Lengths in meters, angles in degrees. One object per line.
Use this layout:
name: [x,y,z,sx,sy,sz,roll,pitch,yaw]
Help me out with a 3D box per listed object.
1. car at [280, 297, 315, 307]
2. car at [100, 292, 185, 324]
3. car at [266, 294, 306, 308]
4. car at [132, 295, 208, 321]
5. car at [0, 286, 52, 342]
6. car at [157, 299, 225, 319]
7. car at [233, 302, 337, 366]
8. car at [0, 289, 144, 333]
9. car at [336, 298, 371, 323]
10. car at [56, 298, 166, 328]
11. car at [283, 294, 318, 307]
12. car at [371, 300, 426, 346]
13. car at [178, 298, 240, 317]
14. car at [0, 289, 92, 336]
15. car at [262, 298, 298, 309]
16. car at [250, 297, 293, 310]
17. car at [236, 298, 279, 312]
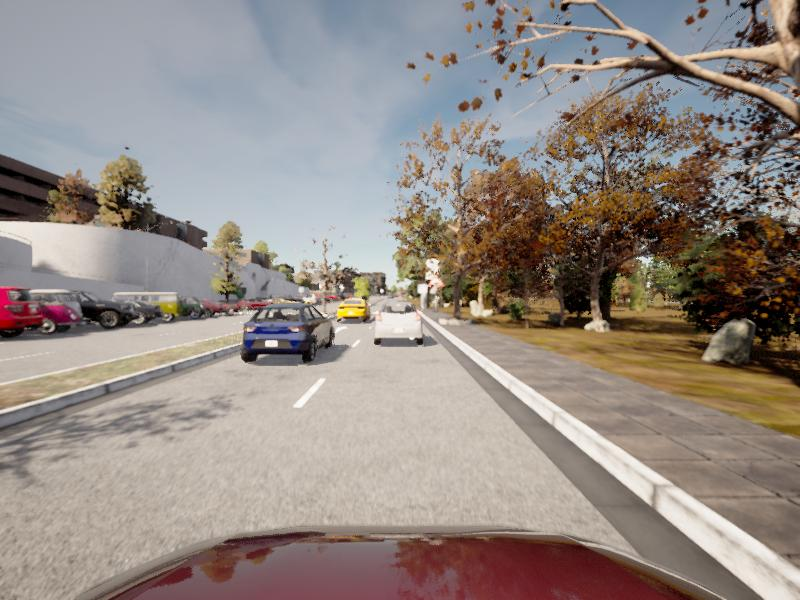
car: [-16.911,0.306,65.863,5.366,1.575,1.946,-1,1,-20]
car: [-17.069,0.460,26.760,4.442,1.987,1.878,-1,1,-20]
car: [-17.041,0.147,59.806,5.566,2.045,2.435,-1,0,-20]
car: [-16.940,0.533,29.796,4.553,1.767,2.185,-1,1,-20]
car: [-16.949,0.529,14.856,5.566,2.045,2.435,-1,1,-20]
car: [-16.973,0.675,32.769,4.674,1.452,2.002,-1,1,-20]
car: [-3.044,0.817,11.524,1.816,1.474,4.193,0,0,0]
car: [-16.917,0.481,20.852,5.566,2.045,2.435,-1,0,-20]
car: [-3.105,0.662,27.664,1.882,1.535,5.008,0,0,0]
car: [-16.943,0.709,23.823,4.892,1.521,2.231,-1,1,-20]
car: [-17.121,0.013,68.785,5.566,2.045,2.435,-1,1,-20]
car: [-0.057,0.767,15.147,1.845,1.501,3.633,0,1,0]
car: [-16.961,0.639,35.788,4.792,1.488,2.163,-1,0,-20]
car: [-16.824,0.529,17.900,4.442,1.987,1.878,-1,0,-20]
car: [-17.058,0.469,56.790,4.674,1.452,2.002,-1,0,-20]
car: [-17.216,0.460,53.716,5.366,1.575,1.946,-1,1,-20]
car: [-17.000,0.541,47.793,4.792,1.488,2.163,-1,0,-20]
